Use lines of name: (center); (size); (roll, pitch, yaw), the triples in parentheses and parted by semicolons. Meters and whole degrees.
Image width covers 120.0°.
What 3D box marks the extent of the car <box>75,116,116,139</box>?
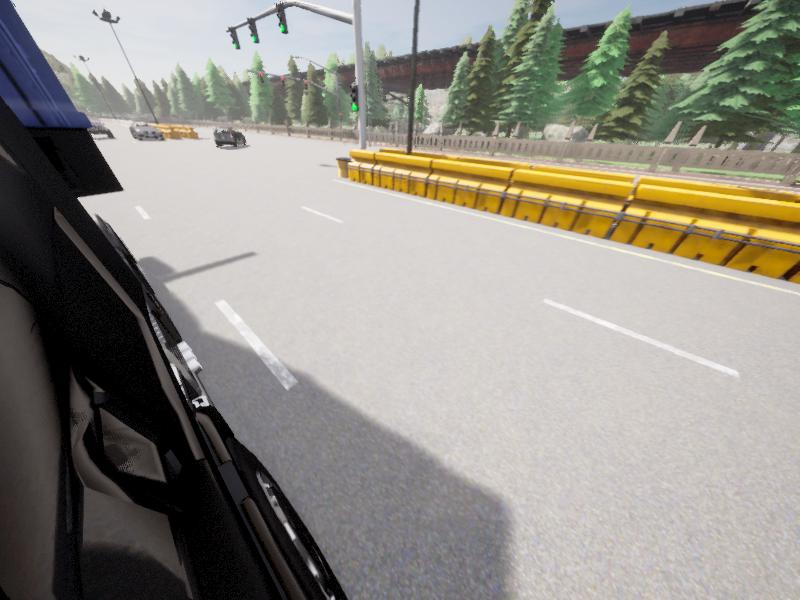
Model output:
car: (-33.233, -18.796, 25.210); (3.866, 1.878, 1.905); (28, 44, 31)

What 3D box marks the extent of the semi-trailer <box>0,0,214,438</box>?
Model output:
semi-trailer: (-9.736, -2.556, 2.787); (14.254, 4.402, 2.717); (14, 38, 15)

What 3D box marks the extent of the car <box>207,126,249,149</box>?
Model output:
car: (-16.741, -16.085, 22.775); (1.851, 1.617, 3.988); (-6, 38, -11)

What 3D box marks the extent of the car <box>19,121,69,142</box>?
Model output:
car: (-33.191, -15.789, 21.639); (4.181, 1.385, 1.994); (29, 44, 30)

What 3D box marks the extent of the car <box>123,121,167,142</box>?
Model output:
car: (-28.468, -18.863, 25.796); (5.027, 1.651, 2.152); (29, 44, 31)

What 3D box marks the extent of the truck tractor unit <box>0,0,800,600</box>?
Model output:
truck tractor unit: (-2.645, -0.295, 0.352); (6.516, 4.208, 3.053); (28, 44, 30)
